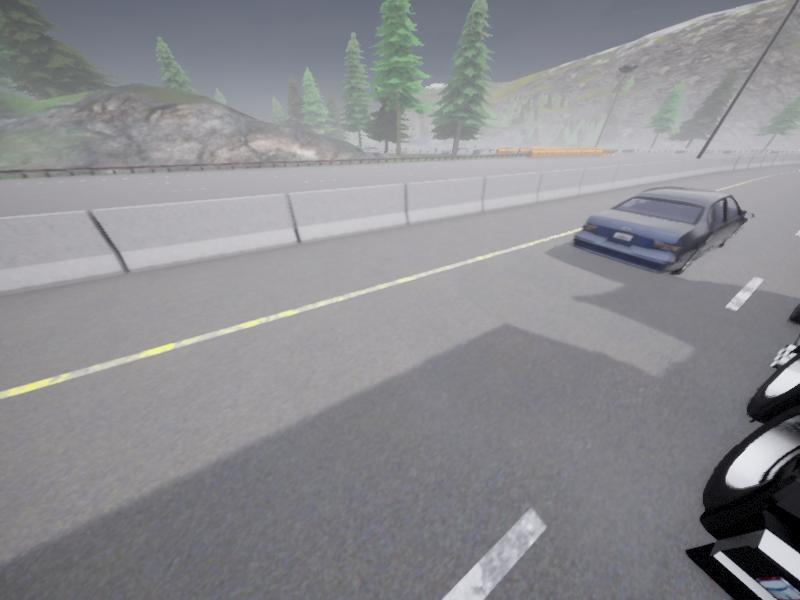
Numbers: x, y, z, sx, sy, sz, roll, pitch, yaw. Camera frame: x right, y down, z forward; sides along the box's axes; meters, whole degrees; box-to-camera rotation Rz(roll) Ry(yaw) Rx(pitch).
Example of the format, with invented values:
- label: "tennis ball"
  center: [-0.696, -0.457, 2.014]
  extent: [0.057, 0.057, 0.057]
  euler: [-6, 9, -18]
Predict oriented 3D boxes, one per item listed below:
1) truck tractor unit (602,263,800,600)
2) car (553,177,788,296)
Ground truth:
- label: "truck tractor unit"
  center: [5.113, -0.297, 0.787]
  extent: [6.516, 4.208, 3.053]
  euler: [-18, 39, -24]
- label: "car"
  center: [6.541, -1.907, 5.597]
  extent: [5.357, 1.411, 2.033]
  euler: [-18, 39, -24]
